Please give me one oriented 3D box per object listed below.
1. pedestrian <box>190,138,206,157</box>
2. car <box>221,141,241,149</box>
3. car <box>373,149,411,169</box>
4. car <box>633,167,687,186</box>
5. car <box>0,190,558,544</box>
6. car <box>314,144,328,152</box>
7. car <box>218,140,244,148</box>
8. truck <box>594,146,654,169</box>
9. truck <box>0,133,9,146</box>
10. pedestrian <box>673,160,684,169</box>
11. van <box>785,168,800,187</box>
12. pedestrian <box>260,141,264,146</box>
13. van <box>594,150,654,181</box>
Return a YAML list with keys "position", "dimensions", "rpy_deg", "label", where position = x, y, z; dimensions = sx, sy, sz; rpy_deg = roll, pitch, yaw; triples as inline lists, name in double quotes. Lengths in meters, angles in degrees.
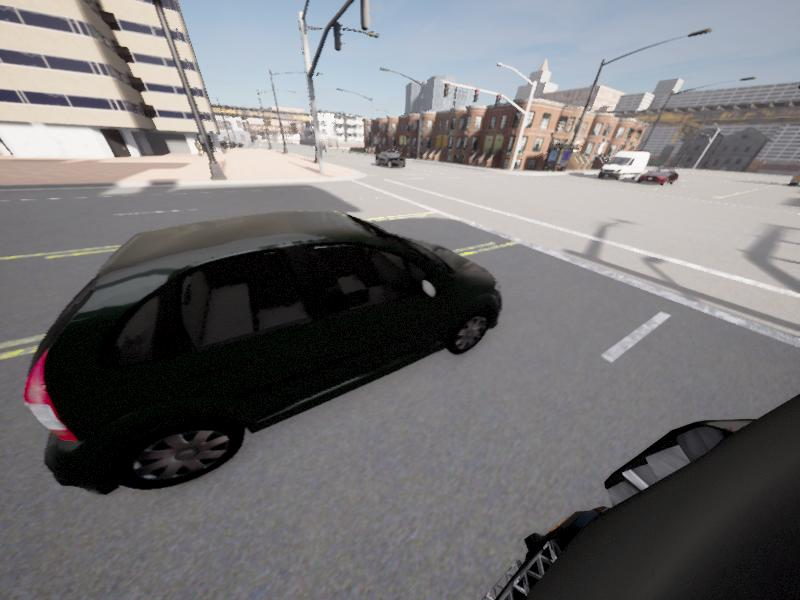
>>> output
- position: [-24.832, -18.710, 28.410]
  dimensions: [0.751, 1.860, 0.751]
  rpy_deg: [-6, 35, -13]
  label: "pedestrian"
- position: [-42.998, -39.460, 58.785]
  dimensions: [3.806, 1.475, 1.970]
  rpy_deg: [-18, 39, -26]
  label: "car"
- position: [-1.054, -16.267, 26.634]
  dimensions: [1.930, 1.638, 5.238]
  rpy_deg: [-16, 38, -26]
  label: "car"
- position: [24.844, -11.851, 22.091]
  dimensions: [4.181, 1.385, 1.994]
  rpy_deg: [-16, 38, -26]
  label: "car"
- position: [-0.649, -0.089, 2.532]
  dimensions: [3.988, 1.617, 1.851]
  rpy_deg: [-16, 38, -26]
  label: "car"
- position: [-20.507, -39.327, 59.832]
  dimensions: [2.128, 1.511, 4.902]
  rpy_deg: [-16, 38, -26]
  label: "car"
- position: [-44.766, -41.300, 61.184]
  dimensions: [5.238, 1.638, 1.930]
  rpy_deg: [-18, 39, -26]
  label: "car"
- position: [50.038, -32.260, 52.117]
  dimensions: [2.891, 3.827, 8.468]
  rpy_deg: [-16, 38, -26]
  label: "truck"
- position: [-80.496, -30.513, 41.945]
  dimensions: [8.468, 3.827, 2.891]
  rpy_deg: [-17, 39, -27]
  label: "truck"
- position: [67.657, -32.970, 56.130]
  dimensions: [0.751, 1.860, 0.751]
  rpy_deg: [-21, 40, -31]
  label: "pedestrian"
- position: [48.332, -14.581, 26.854]
  dimensions: [6.366, 2.431, 2.351]
  rpy_deg: [-16, 38, -26]
  label: "van"
- position: [-46.751, -53.159, 78.303]
  dimensions: [0.751, 1.300, 0.751]
  rpy_deg: [23, 39, 28]
  label: "pedestrian"
- position: [23.894, -14.308, 24.642]
  dimensions: [5.915, 2.561, 1.988]
  rpy_deg: [-16, 38, -26]
  label: "van"
